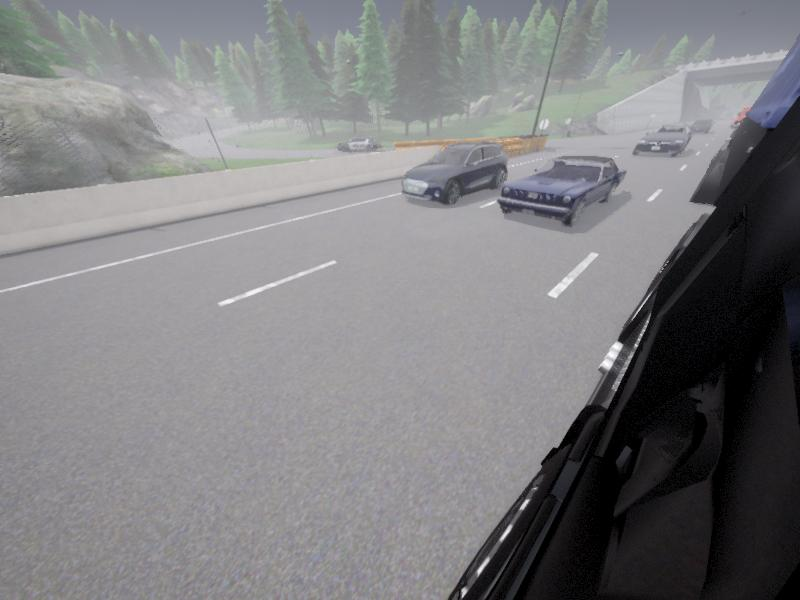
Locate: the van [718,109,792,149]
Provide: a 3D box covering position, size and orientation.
[{"bbox_3d":[26.050,-12.676,17.091,4.480,2.038,2.069,-30,45,-30],"label":"van"}]

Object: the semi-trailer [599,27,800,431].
[{"bbox_3d":[8.619,-3.667,4.290,14.254,4.402,2.717,-29,44,-30],"label":"semi-trailer"}]

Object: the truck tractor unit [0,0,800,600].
[{"bbox_3d":[2.645,-0.295,0.351,6.516,4.208,3.053,-28,44,-30],"label":"truck tractor unit"}]

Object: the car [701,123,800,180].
[{"bbox_3d":[15.540,-6.659,10.147,4.856,1.649,2.033,-29,44,-31],"label":"car"}]

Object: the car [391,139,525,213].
[{"bbox_3d":[2.247,-4.856,8.607,4.856,1.649,2.033,-29,44,-30],"label":"car"}]

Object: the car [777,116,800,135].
[{"bbox_3d":[40.451,-17.608,23.274,4.181,1.385,1.994,-29,44,-31],"label":"car"}]

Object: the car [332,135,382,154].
[{"bbox_3d":[-4.730,-17.546,26.012,4.974,1.542,2.038,4,37,9],"label":"car"}]

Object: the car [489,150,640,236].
[{"bbox_3d":[4.889,-3.397,6.772,4.718,1.301,1.895,-29,44,-30],"label":"car"}]

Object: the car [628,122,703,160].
[{"bbox_3d":[17.317,-10.437,15.045,5.027,1.651,2.152,-29,44,-31],"label":"car"}]

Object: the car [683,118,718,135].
[{"bbox_3d":[36.261,-20.913,27.834,4.892,1.490,1.837,-29,44,-30],"label":"car"}]
